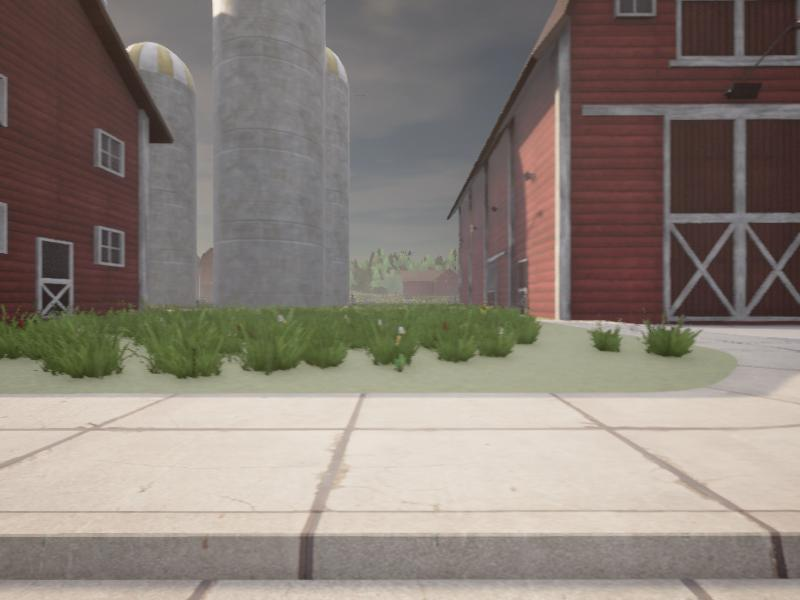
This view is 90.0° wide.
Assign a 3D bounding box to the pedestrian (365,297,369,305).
[{"bbox_3d":[-5.811,0.186,70.674,0.751,1.300,0.751,0,0,1],"label":"pedestrian"}]
